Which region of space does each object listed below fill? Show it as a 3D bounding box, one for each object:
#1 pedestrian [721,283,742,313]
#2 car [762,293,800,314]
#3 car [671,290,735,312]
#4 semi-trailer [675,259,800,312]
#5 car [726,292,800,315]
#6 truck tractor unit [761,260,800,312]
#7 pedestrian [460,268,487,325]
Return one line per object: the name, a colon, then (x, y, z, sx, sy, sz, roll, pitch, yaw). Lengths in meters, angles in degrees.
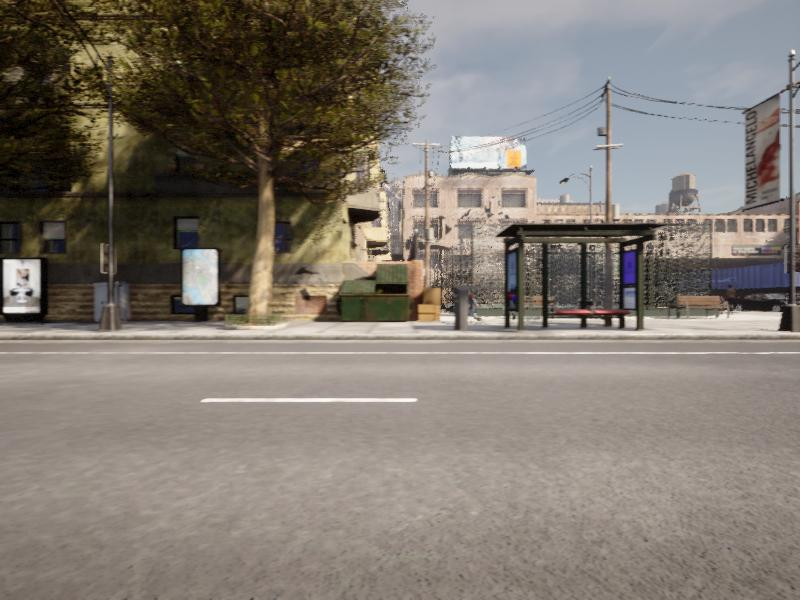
pedestrian: (21.270, -0.123, 25.690, 0.751, 1.860, 0.751, 0, 0, -4)
car: (29.763, 0.240, 29.275, 2.163, 1.488, 4.792, 0, 0, 0)
car: (26.779, 0.088, 35.580, 2.185, 1.767, 4.553, 0, 0, 0)
semi-trailer: (34.062, -1.234, 40.575, 2.717, 4.402, 14.254, 0, 0, 1)
car: (26.861, 0.213, 29.154, 2.097, 1.535, 5.008, 0, 0, 0)
truck tractor unit: (33.994, -1.136, 32.666, 3.053, 4.208, 6.516, 0, 0, 0)
pedestrian: (2.447, -0.115, 13.392, 0.751, 1.860, 0.751, 0, 0, 1)
